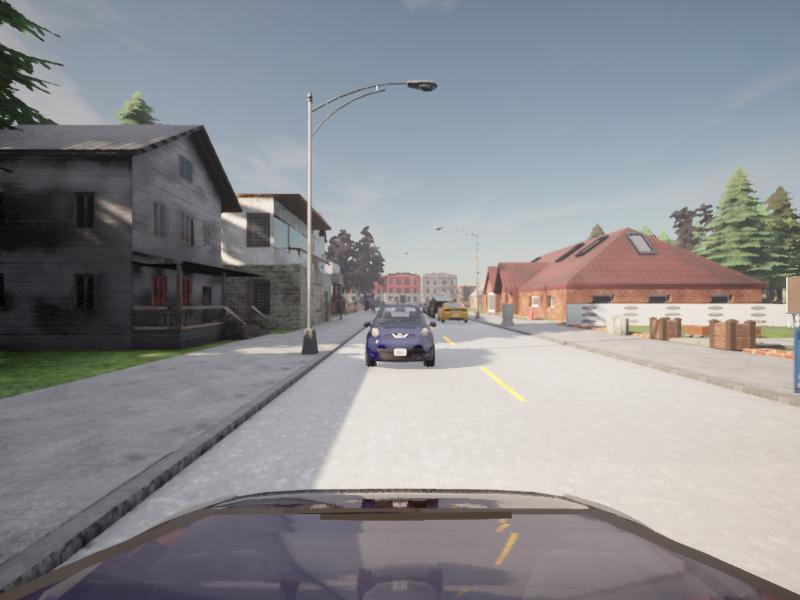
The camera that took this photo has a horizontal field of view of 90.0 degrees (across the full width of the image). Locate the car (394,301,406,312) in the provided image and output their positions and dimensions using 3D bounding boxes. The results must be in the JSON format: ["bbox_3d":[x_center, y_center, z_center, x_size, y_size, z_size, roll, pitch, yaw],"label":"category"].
[{"bbox_3d":[0.020,1.007,60.159,1.851,1.617,3.988,0,0,0],"label":"car"}]

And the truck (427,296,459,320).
[{"bbox_3d":[4.009,0.683,38.341,2.390,2.098,6.274,0,0,0],"label":"truck"}]

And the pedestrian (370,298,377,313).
[{"bbox_3d":[-3.446,0.723,52.173,0.751,1.860,0.751,0,0,16],"label":"pedestrian"}]

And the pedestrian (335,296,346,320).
[{"bbox_3d":[-4.635,0.648,31.282,0.751,1.860,0.751,0,0,-1],"label":"pedestrian"}]

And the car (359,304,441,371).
[{"bbox_3d":[0.001,0.869,10.837,1.845,1.501,3.633,0,0,0],"label":"car"}]

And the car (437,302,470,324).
[{"bbox_3d":[4.010,0.937,30.874,1.882,1.535,5.008,0,0,0],"label":"car"}]
